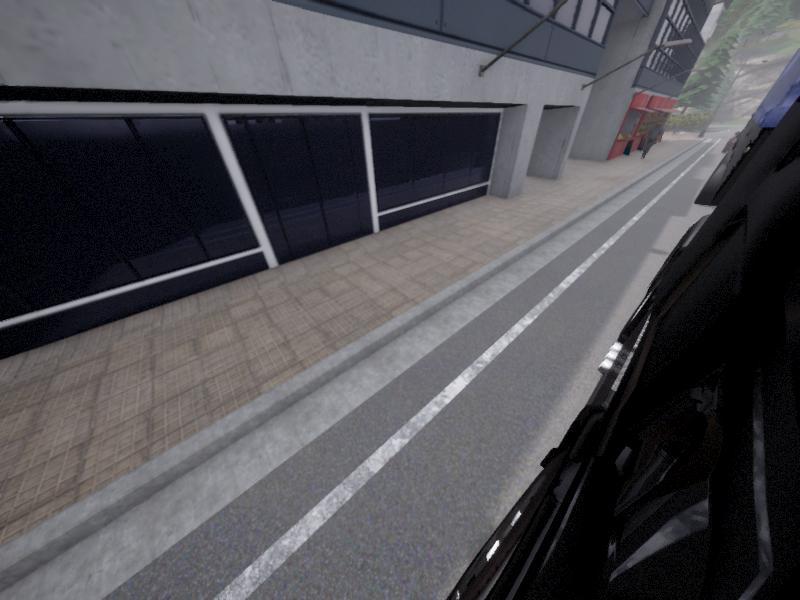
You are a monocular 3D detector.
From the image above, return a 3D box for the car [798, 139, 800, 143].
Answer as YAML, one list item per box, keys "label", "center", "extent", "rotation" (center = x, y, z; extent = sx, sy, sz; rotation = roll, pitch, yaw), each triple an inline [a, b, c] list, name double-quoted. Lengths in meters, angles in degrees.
- label: "car"
  center: [31.382, -12.189, 16.767]
  extent: [4.674, 1.442, 1.812]
  rotation: [-28, 44, -30]

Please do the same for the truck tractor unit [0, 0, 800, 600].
- label: "truck tractor unit"
  center: [2.645, -0.295, 0.351]
  extent: [6.516, 4.208, 3.053]
  rotation: [-28, 44, -30]

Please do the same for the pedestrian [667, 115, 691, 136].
- label: "pedestrian"
  center: [31.094, -19.416, 25.758]
  extent: [0.751, 1.860, 0.751]
  rotation: [6, 38, 12]

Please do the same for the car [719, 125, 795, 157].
- label: "car"
  center: [22.450, -10.174, 14.693]
  extent: [4.181, 1.385, 1.994]
  rotation: [-29, 44, -31]

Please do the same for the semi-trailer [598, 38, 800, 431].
- label: "semi-trailer"
  center: [8.670, -3.624, 4.255]
  extent: [14.254, 4.402, 2.717]
  rotation: [-28, 44, -30]

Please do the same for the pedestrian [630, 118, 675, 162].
- label: "pedestrian"
  center: [13.452, -8.538, 12.360]
  extent: [0.751, 1.860, 0.751]
  rotation: [-22, 41, -24]
